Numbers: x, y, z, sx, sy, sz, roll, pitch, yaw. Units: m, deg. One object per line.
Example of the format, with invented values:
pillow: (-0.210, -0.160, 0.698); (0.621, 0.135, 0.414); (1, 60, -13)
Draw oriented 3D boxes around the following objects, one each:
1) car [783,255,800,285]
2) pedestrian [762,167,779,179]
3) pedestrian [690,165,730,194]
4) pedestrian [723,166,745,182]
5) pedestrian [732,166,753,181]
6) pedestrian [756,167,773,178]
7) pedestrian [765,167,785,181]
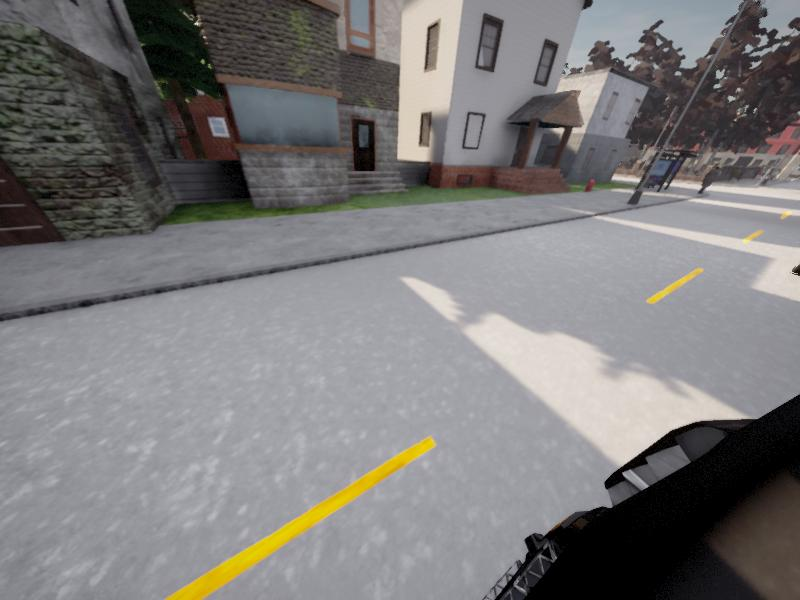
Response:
car: (11.491, -1.240, 5.323); (5.008, 1.535, 1.882); (-16, 38, -26)
pedestrian: (68.133, -23.382, 42.489); (0.751, 1.860, 0.751); (-13, 37, -22)
pedestrian: (23.372, -9.067, 17.453); (0.751, 1.860, 0.751); (-1, 34, -6)
pedestrian: (43.758, -16.507, 30.256); (0.751, 1.860, 0.751); (-17, 38, -27)
pedestrian: (48.704, -17.983, 32.858); (0.751, 1.860, 0.751); (-16, 38, -26)
pedestrian: (67.264, -23.543, 42.663); (0.751, 1.860, 0.751); (-12, 36, -21)
pedestrian: (60.634, -20.343, 37.339); (0.751, 1.860, 0.751); (-15, 37, -24)
